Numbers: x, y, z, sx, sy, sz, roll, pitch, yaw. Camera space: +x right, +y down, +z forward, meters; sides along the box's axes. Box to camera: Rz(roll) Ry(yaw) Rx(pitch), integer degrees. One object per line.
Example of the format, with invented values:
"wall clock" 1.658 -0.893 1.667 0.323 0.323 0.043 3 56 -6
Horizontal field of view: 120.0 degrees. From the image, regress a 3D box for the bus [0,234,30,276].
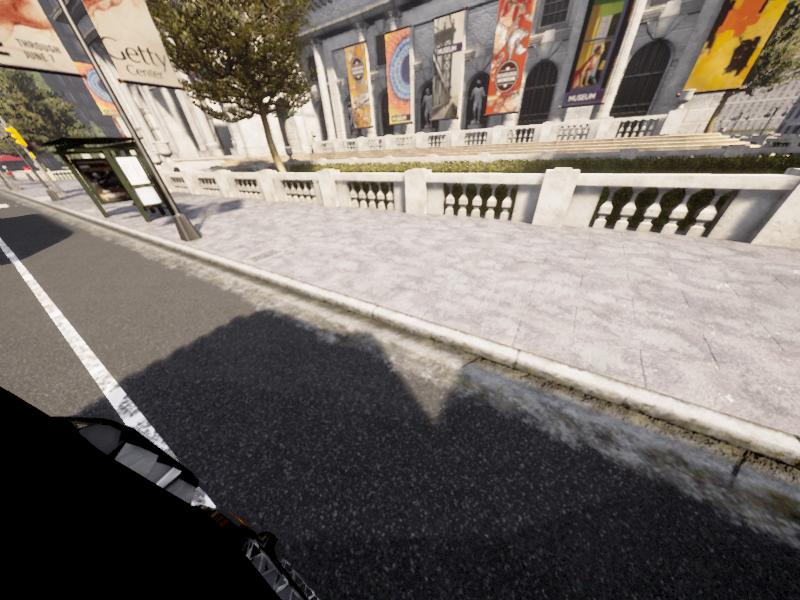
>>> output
"bus" -15.707 -3.026 5.978 10.273 4.253 3.944 17 39 25
